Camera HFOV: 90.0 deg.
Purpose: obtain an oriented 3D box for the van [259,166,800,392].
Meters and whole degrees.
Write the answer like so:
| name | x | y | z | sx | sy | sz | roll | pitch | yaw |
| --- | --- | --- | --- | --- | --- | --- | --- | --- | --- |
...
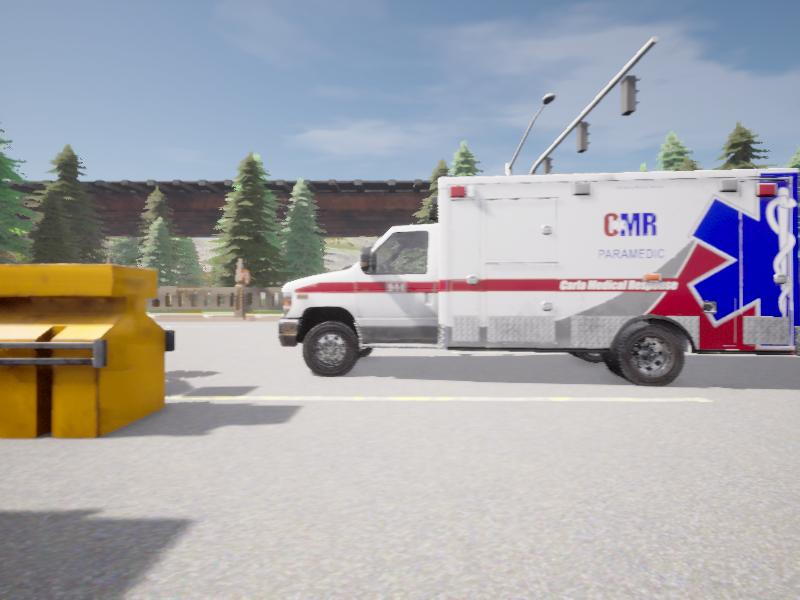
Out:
| name | x | y | z | sx | sy | sz | roll | pitch | yaw |
| --- | --- | --- | --- | --- | --- | --- | --- | --- | --- |
| van | 1.577 | -0.220 | 5.735 | 6.366 | 2.431 | 2.351 | 0 | -1 | 5 |
